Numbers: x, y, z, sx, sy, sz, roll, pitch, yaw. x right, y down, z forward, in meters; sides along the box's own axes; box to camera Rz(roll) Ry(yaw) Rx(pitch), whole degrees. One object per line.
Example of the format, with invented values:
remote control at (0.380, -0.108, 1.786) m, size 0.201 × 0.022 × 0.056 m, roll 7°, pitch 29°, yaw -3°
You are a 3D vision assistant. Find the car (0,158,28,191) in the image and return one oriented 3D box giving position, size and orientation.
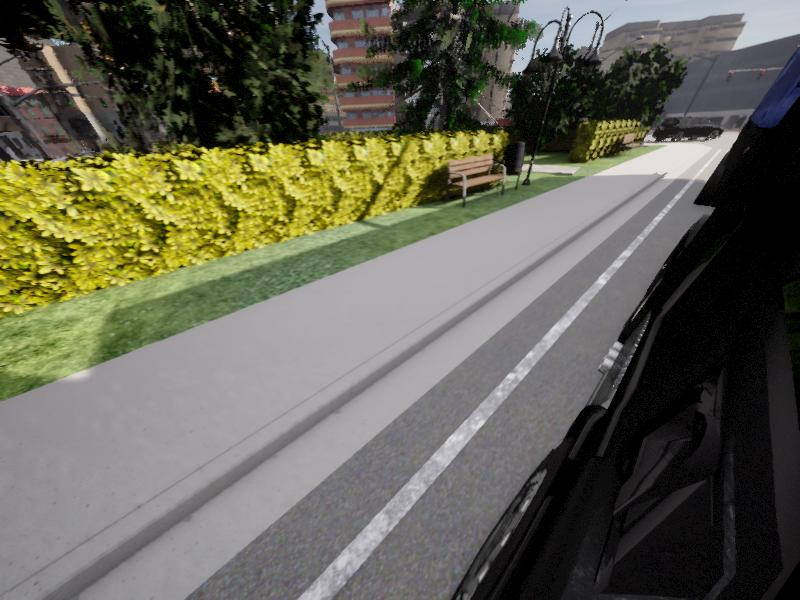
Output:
car at (-25.847, -6.637, 12.832) m, size 2.152 × 1.651 × 5.027 m, roll 1°, pitch 37°, yaw 5°

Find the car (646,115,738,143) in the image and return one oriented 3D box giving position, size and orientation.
car at (29.811, -17.604, 23.854) m, size 5.566 × 2.045 × 2.150 m, roll 0°, pitch 37°, yaw 3°

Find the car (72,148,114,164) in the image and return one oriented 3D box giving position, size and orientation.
car at (-40.962, -19.267, 30.814) m, size 4.974 × 1.542 × 2.038 m, roll 18°, pitch 41°, yaw 25°

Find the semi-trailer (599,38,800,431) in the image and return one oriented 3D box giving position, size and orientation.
semi-trailer at (8.672, -3.608, 4.274) m, size 14.254 × 4.402 × 2.717 m, roll -28°, pitch 44°, yaw -30°

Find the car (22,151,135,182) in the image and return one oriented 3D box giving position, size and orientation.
car at (-25.206, -10.827, 18.518) m, size 2.038 × 1.542 × 4.974 m, roll 2°, pitch 37°, yaw 6°

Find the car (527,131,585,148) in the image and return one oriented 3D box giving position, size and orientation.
car at (16.830, -17.543, 25.185) m, size 4.718 × 1.301 × 1.895 m, roll 2°, pitch 37°, yaw 6°

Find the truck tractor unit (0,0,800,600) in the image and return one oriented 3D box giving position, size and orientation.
truck tractor unit at (2.645, -0.295, 0.351) m, size 6.516 × 4.208 × 3.053 m, roll -28°, pitch 44°, yaw -30°

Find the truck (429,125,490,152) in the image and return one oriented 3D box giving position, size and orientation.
truck at (6.442, -18.175, 26.004) m, size 6.274 × 2.098 × 2.390 m, roll 2°, pitch 37°, yaw 6°
